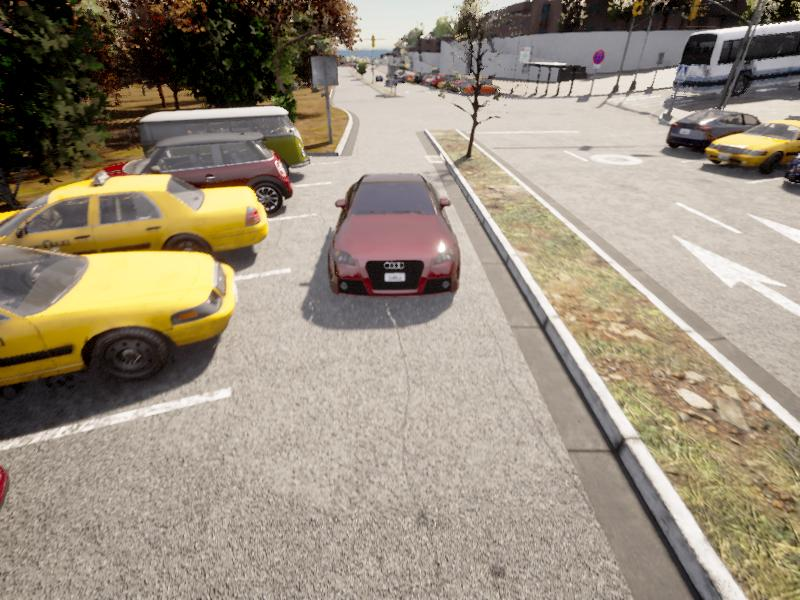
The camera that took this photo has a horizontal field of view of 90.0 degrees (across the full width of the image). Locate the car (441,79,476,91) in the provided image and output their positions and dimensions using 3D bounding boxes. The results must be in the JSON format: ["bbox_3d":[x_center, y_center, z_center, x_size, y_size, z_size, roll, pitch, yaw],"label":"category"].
[{"bbox_3d":[8.706,-31.859,59.333,4.674,1.452,2.002,-14,33,-24],"label":"car"}]

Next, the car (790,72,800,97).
[{"bbox_3d":[28.527,-13.772,25.460,2.002,1.452,4.674,-20,36,-20],"label":"car"}]

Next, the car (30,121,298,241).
[{"bbox_3d":[-4.953,-2.927,9.261,4.553,1.767,2.185,-12,32,-18],"label":"car"}]

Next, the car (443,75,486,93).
[{"bbox_3d":[9.134,-30.609,56.628,5.566,2.045,2.435,-14,33,-24],"label":"car"}]

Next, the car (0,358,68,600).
[{"bbox_3d":[-4.786,1.704,1.667,4.674,1.452,2.002,-11,32,-17],"label":"car"}]

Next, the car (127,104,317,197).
[{"bbox_3d":[-4.980,-4.525,11.795,4.442,1.987,1.878,-12,32,-18],"label":"car"}]

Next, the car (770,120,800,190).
[{"bbox_3d":[13.299,-4.038,11.086,4.553,1.767,2.185,-11,33,-19],"label":"car"}]

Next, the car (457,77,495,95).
[{"bbox_3d":[9.778,-27.529,51.431,4.442,1.987,1.878,-14,34,-24],"label":"car"}]

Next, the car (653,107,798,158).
[{"bbox_3d":[13.218,-6.925,16.337,4.792,1.488,2.163,-11,32,-20],"label":"car"}]

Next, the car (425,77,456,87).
[{"bbox_3d":[7.099,-37.912,69.575,4.892,1.521,2.231,-14,34,-24],"label":"car"}]

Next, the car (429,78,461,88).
[{"bbox_3d":[7.522,-36.394,67.041,4.792,1.488,2.163,-14,33,-24],"label":"car"}]

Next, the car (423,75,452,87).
[{"bbox_3d":[6.715,-39.530,72.088,4.553,1.767,2.185,-14,34,-24],"label":"car"}]

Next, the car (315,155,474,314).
[{"bbox_3d":[-0.124,-1.474,7.167,1.994,1.385,4.181,-1,30,-1],"label":"car"}]

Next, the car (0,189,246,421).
[{"bbox_3d":[-4.666,0.135,4.262,5.366,1.575,1.946,-12,32,-17],"label":"car"}]

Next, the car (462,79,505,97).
[{"bbox_3d":[10.210,-25.950,48.941,4.553,1.767,2.185,-14,33,-23],"label":"car"}]

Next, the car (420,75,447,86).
[{"bbox_3d":[6.247,-41.019,74.634,4.553,1.767,2.185,-14,33,-24],"label":"car"}]

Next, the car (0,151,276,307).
[{"bbox_3d":[-5.074,-1.285,6.701,5.366,1.575,1.946,-12,32,-18],"label":"car"}]

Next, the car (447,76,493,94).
[{"bbox_3d":[9.478,-29.081,54.026,5.566,2.045,2.435,-14,34,-24],"label":"car"}]

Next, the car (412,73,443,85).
[{"bbox_3d":[5.483,-44.137,79.737,5.566,2.045,2.435,-14,33,-24],"label":"car"}]

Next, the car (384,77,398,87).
[{"bbox_3d":[-1.686,-40.203,73.682,2.033,1.411,5.357,-4,31,-7],"label":"car"}]

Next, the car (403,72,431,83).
[{"bbox_3d":[3.809,-50.078,89.993,5.566,2.045,2.435,-14,33,-24],"label":"car"}]

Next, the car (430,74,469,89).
[{"bbox_3d":[7.932,-35.131,64.333,5.566,2.045,2.435,-15,33,-24],"label":"car"}]

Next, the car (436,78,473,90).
[{"bbox_3d":[8.474,-33.446,61.955,5.366,1.575,1.946,-14,33,-24],"label":"car"}]

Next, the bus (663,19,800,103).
[{"bbox_3d":[25.831,-17.445,29.018,10.273,4.253,3.944,-9,33,-4],"label":"bus"}]

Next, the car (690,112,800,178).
[{"bbox_3d":[12.989,-5.418,13.682,5.366,1.575,1.946,-11,33,-20],"label":"car"}]
